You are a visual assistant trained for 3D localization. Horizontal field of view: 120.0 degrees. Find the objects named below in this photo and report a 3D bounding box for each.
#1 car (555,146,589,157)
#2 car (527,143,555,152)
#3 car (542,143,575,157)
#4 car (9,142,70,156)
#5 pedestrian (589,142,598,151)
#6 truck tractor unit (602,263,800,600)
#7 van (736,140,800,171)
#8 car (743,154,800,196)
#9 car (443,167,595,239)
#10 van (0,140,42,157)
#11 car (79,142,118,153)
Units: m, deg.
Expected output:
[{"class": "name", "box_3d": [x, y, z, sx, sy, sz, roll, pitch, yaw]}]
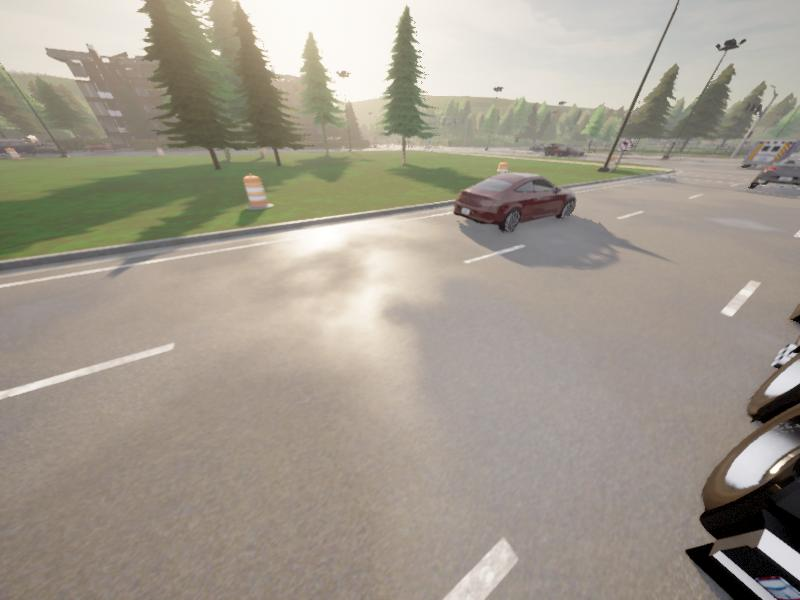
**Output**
[{"class": "car", "box_3d": [29.918, -25.938, 40.347, 1.994, 1.385, 4.181, -18, 39, -24]}, {"class": "car", "box_3d": [33.301, -35.984, 54.577, 1.930, 1.638, 5.238, -18, 39, -24]}, {"class": "car", "box_3d": [26.692, -25.362, 39.034, 1.905, 1.878, 3.866, -18, 39, -24]}, {"class": "car", "box_3d": [-57.173, -24.128, 36.825, 4.611, 1.667, 2.242, -18, 39, -24]}, {"class": "pedestrian", "box_3d": [46.568, -37.029, 55.694, 0.751, 1.860, 0.751, -15, 38, -21]}, {"class": "truck tractor unit", "box_3d": [5.111, -0.300, 0.781, 6.516, 4.208, 3.053, -18, 39, -24]}, {"class": "van", "box_3d": [38.176, -14.949, 23.700, 6.366, 2.431, 2.351, -18, 39, -24]}, {"class": "car", "box_3d": [22.564, -7.228, 13.172, 5.027, 1.651, 2.152, -18, 39, -24]}, {"class": "car", "box_3d": [3.918, -3.390, 7.646, 4.674, 1.442, 1.812, -18, 39, -24]}, {"class": "van", "box_3d": [-53.812, -20.789, 31.665, 4.442, 1.987, 1.775, -18, 39, -24]}, {"class": "car", "box_3d": [-54.131, -27.430, 41.572, 3.705, 1.549, 1.789, -18, 39, -24]}]
